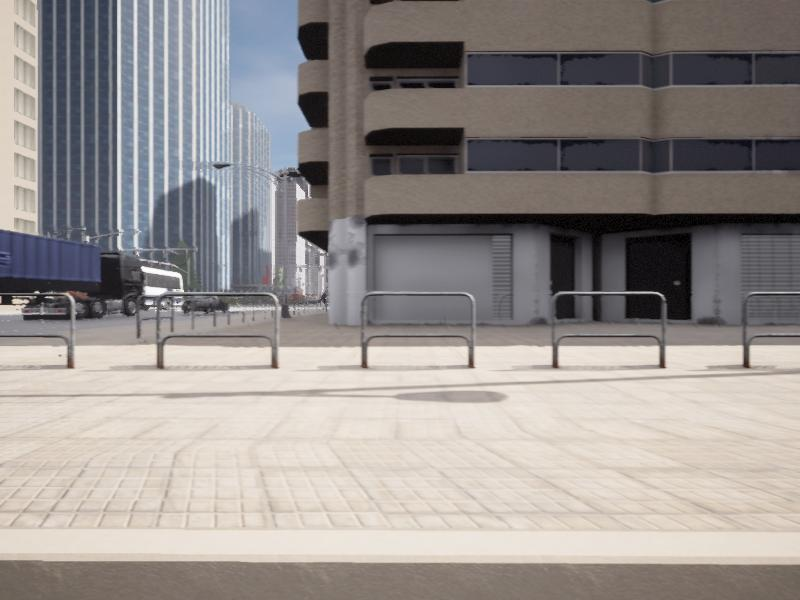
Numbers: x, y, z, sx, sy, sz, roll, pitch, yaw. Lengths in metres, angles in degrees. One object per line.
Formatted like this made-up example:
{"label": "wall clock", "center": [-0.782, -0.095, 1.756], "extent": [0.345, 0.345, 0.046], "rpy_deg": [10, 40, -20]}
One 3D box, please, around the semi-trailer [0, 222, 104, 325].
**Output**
{"label": "semi-trailer", "center": [-18.435, -1.140, 15.967], "extent": [2.717, 4.402, 14.254], "rpy_deg": [0, 0, 0]}

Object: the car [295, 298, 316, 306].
{"label": "car", "center": [-17.876, 0.320, 75.841], "extent": [1.837, 1.490, 4.892], "rpy_deg": [0, 0, 12]}

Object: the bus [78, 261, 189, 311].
{"label": "bus", "center": [-25.433, -1.035, 39.239], "extent": [3.944, 4.253, 10.273], "rpy_deg": [0, -2, 0]}

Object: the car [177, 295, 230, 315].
{"label": "car", "center": [-15.013, 0.343, 30.893], "extent": [1.812, 1.442, 4.674], "rpy_deg": [0, 0, 0]}

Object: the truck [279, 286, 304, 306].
{"label": "truck", "center": [-22.251, -0.840, 82.201], "extent": [2.891, 3.827, 8.468], "rpy_deg": [0, 0, 0]}

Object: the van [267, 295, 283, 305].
{"label": "van", "center": [-25.746, 0.085, 82.462], "extent": [1.775, 1.987, 4.442], "rpy_deg": [0, 0, 0]}

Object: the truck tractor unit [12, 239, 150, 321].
{"label": "truck tractor unit", "center": [-18.476, -1.046, 23.876], "extent": [3.053, 4.208, 6.516], "rpy_deg": [0, 1, 0]}
